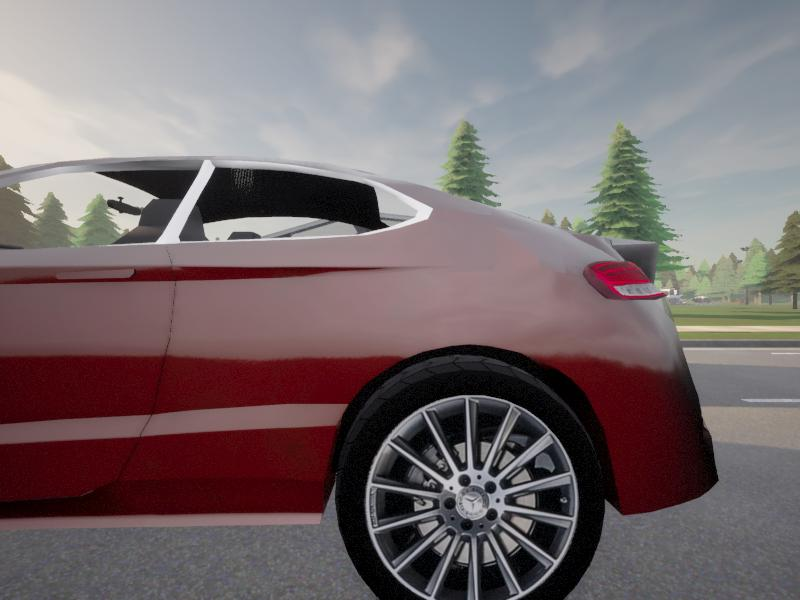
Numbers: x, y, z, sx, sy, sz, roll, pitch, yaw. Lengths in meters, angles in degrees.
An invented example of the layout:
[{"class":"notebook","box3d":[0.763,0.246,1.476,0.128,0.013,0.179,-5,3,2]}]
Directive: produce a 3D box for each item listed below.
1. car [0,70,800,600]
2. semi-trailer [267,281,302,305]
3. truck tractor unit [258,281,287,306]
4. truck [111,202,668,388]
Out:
[{"class":"car","box3d":[-1.307,0.179,2.200,5.027,1.651,2.152,0,0,0]},{"class":"semi-trailer","box3d":[-22.640,-1.239,79.767,2.717,4.402,14.254,0,0,1]},{"class":"truck tractor unit","box3d":[-22.736,-1.142,71.851,3.053,4.208,6.516,0,0,1]},{"class":"truck","box3d":[-0.117,-0.058,5.701,6.274,2.098,2.390,0,0,0]}]
